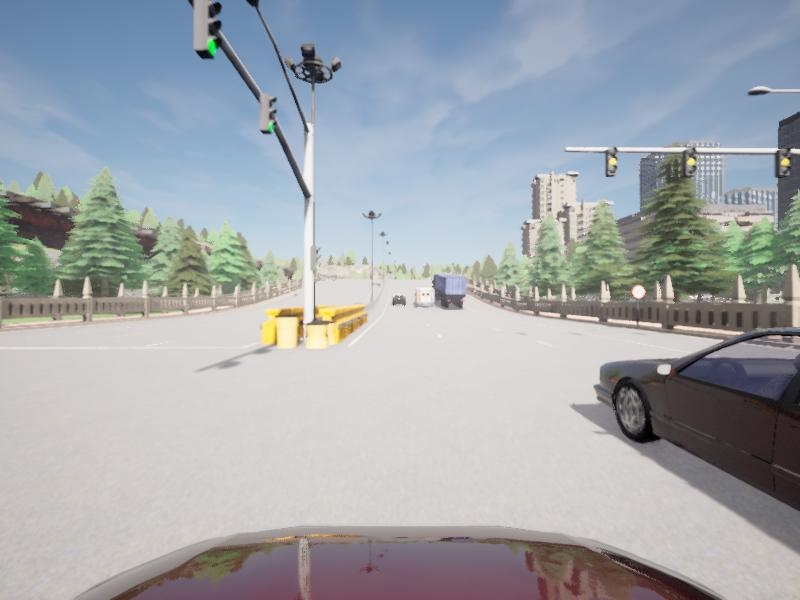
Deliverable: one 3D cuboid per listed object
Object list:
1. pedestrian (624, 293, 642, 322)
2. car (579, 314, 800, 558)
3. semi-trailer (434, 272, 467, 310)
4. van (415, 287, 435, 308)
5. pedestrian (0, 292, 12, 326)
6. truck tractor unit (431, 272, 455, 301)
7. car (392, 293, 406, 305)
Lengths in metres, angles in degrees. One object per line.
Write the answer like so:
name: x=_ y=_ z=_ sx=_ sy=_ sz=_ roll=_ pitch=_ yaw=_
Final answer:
pedestrian: x=15.347 y=0.480 z=26.345 sx=0.751 sy=1.860 sz=0.751 roll=0 pitch=0 yaw=2
car: x=3.500 y=0.894 z=2.880 sx=2.033 sy=1.411 sz=5.357 roll=0 pitch=0 yaw=0
semi-trailer: x=6.895 y=-1.586 z=56.687 sx=2.717 sy=4.402 sz=14.254 roll=0 pitch=5 yaw=0
van: x=3.387 y=-0.491 z=55.985 sx=2.351 sy=2.431 sz=6.366 roll=0 pitch=5 yaw=0
pedestrian: x=-22.241 y=0.480 z=22.158 sx=0.751 sy=1.860 sz=0.751 roll=0 pitch=0 yaw=0
truck tractor unit: x=6.852 y=-2.256 z=64.554 sx=3.053 sy=4.208 sz=6.516 roll=0 pitch=7 yaw=0
car: x=-0.121 y=-0.220 z=58.384 sx=1.970 sy=1.475 sz=3.806 roll=0 pitch=5 yaw=0
